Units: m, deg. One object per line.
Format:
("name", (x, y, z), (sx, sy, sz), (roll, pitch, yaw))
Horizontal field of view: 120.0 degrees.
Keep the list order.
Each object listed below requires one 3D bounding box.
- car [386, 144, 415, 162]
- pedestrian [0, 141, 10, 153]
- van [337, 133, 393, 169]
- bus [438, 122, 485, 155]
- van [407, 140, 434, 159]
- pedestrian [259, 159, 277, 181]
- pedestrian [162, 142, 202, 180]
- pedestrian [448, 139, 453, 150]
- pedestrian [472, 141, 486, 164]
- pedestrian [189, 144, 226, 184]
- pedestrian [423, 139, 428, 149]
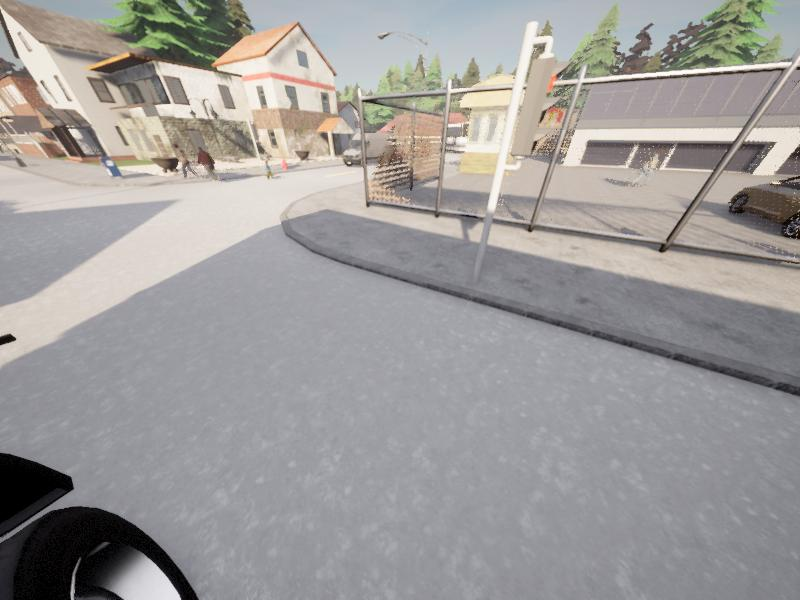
("car", (0.107, -17.184, 26.956), (1.789, 1.549, 3.705), (18, 39, 23))
("pedestrian", (-57.524, -22.123, 33.073), (0.751, 1.860, 0.751), (29, 44, 35))
("van", (-3.025, -14.277, 21.952), (1.988, 2.561, 5.915), (19, 39, 24))
("bus", (10.351, -28.559, 40.828), (3.944, 4.253, 10.273), (-5, 36, -8))
("van", (2.771, -20.120, 30.767), (1.775, 1.987, 4.442), (17, 39, 23))
("pedestrian", (-8.017, -7.894, 14.065), (0.500, 1.100, 0.500), (3, 35, 3))
("pedestrian", (-12.519, -7.997, 13.325), (0.751, 1.860, 0.751), (-5, 35, -7))
("pedestrian", (10.535, -32.683, 48.538), (0.751, 1.860, 0.751), (3, 35, 4))
("pedestrian", (7.695, -14.335, 22.476), (0.751, 1.860, 0.751), (21, 40, 26))
("pedestrian", (-10.841, -7.672, 13.071), (0.751, 1.860, 0.751), (18, 39, 24))
("pedestrian", (5.486, -33.929, 50.271), (0.751, 1.860, 0.751), (11, 37, 15))
